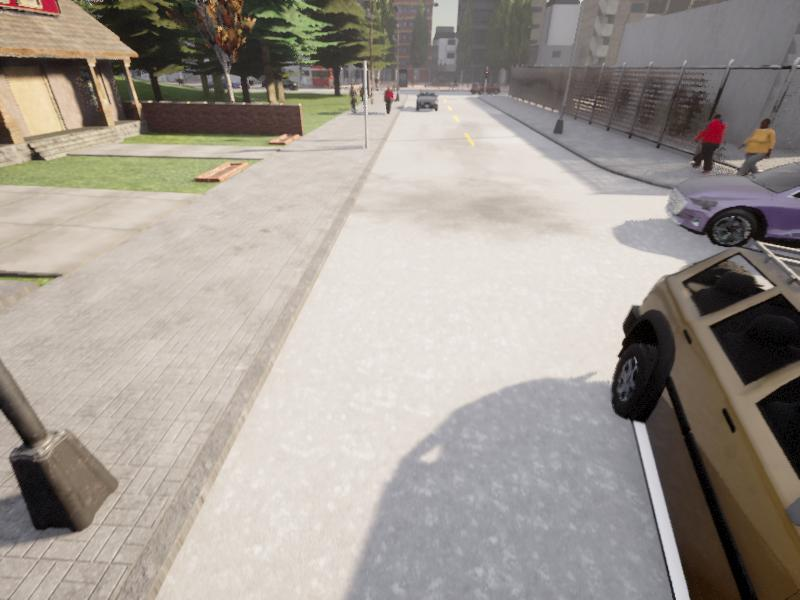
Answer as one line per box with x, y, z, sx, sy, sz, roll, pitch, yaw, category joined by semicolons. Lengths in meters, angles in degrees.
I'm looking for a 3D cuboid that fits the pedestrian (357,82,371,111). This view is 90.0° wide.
-2.706;-15.377;30.253;0.751;1.860;0.751;8;31;12;pedestrian

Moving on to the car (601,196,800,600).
2.798;1.147;2.362;1.932;1.855;4.605;15;34;11;car

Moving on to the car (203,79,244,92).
-24.236;-29.488;54.975;4.674;1.442;1.812;2;30;2;car

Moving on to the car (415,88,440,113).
2.202;-16.260;32.539;1.816;1.474;4.193;2;30;2;car

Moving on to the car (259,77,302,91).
-16.283;-29.455;54.522;5.027;1.651;2.152;2;30;2;car

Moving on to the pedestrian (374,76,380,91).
-3.334;-30.968;57.184;0.751;1.860;0.751;2;30;2;pedestrian

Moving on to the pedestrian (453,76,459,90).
8.407;-32.598;60.092;0.751;1.860;0.751;-2;30;-4;pedestrian

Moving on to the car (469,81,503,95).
11.369;-28.050;52.877;3.988;1.617;1.851;-15;34;-25;car

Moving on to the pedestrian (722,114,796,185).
10.529;-4.425;11.811;0.751;1.860;0.751;-4;31;-8;pedestrian

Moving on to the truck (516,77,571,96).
18.902;-28.342;53.094;6.274;2.098;2.390;2;30;2;truck

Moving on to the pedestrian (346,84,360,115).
-3.225;-13.786;27.511;0.751;1.860;0.751;3;30;4;pedestrian

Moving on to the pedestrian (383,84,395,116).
-0.773;-13.754;27.522;0.751;1.860;0.751;3;30;3;pedestrian

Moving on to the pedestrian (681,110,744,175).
10.014;-5.068;12.900;0.751;1.860;0.751;-3;30;-7;pedestrian

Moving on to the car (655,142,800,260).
8.252;-1.911;7.942;4.856;1.649;2.033;10;33;15;car

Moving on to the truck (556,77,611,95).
25.695;-30.117;56.323;6.274;2.098;2.390;2;30;2;truck
